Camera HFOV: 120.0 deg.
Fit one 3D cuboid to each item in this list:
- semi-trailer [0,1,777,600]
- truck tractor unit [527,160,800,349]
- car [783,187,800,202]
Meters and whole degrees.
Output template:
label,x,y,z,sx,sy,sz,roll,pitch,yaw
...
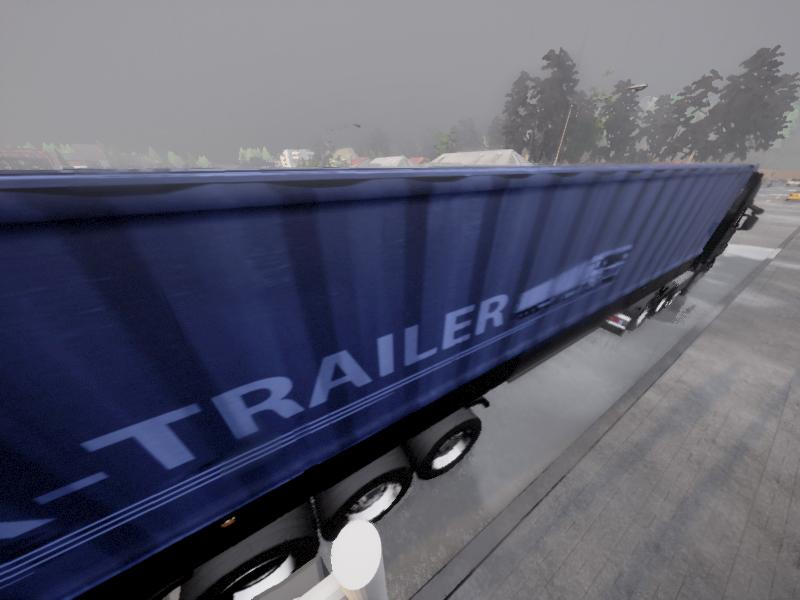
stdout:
label,x,y,z,sx,sy,sz,roll,pitch,yaw
semi-trailer,1.305,-0.136,4.031,14.254,4.402,2.717,-16,34,-26
truck tractor unit,8.157,-2.032,7.507,6.516,4.208,3.053,-16,34,-25
car,55.090,-14.418,31.606,5.366,1.575,1.801,-16,34,-26
